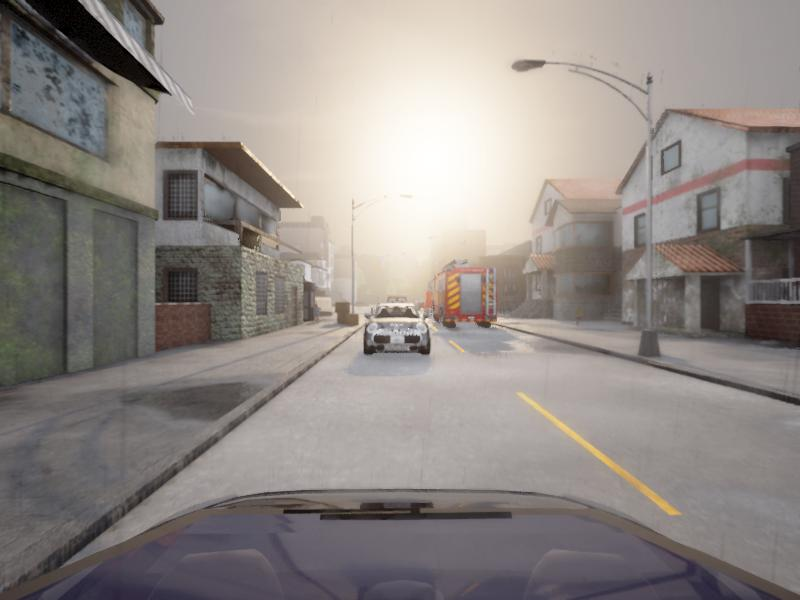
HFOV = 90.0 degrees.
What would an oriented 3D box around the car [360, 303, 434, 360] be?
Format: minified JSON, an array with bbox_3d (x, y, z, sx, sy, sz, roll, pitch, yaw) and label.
[{"bbox_3d":[-0.097,0.839,12.463,1.970,1.475,3.806,0,0,0],"label":"car"}]

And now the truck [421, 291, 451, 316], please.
[{"bbox_3d":[3.707,0.311,42.352,2.627,2.467,5.204,0,0,0],"label":"truck"}]

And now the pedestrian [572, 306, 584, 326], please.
[{"bbox_3d":[10.049,0.913,22.577,0.500,1.100,0.500,0,0,34],"label":"pedestrian"}]

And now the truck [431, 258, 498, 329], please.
[{"bbox_3d":[3.829,-0.349,25.831,2.891,3.827,8.468,0,0,-1],"label":"truck"}]

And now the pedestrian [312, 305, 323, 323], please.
[{"bbox_3d":[-5.185,0.885,25.191,0.500,1.100,0.500,0,0,9],"label":"pedestrian"}]

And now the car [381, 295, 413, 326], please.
[{"bbox_3d":[-0.185,0.617,26.205,1.905,1.878,3.866,0,0,0],"label":"car"}]
